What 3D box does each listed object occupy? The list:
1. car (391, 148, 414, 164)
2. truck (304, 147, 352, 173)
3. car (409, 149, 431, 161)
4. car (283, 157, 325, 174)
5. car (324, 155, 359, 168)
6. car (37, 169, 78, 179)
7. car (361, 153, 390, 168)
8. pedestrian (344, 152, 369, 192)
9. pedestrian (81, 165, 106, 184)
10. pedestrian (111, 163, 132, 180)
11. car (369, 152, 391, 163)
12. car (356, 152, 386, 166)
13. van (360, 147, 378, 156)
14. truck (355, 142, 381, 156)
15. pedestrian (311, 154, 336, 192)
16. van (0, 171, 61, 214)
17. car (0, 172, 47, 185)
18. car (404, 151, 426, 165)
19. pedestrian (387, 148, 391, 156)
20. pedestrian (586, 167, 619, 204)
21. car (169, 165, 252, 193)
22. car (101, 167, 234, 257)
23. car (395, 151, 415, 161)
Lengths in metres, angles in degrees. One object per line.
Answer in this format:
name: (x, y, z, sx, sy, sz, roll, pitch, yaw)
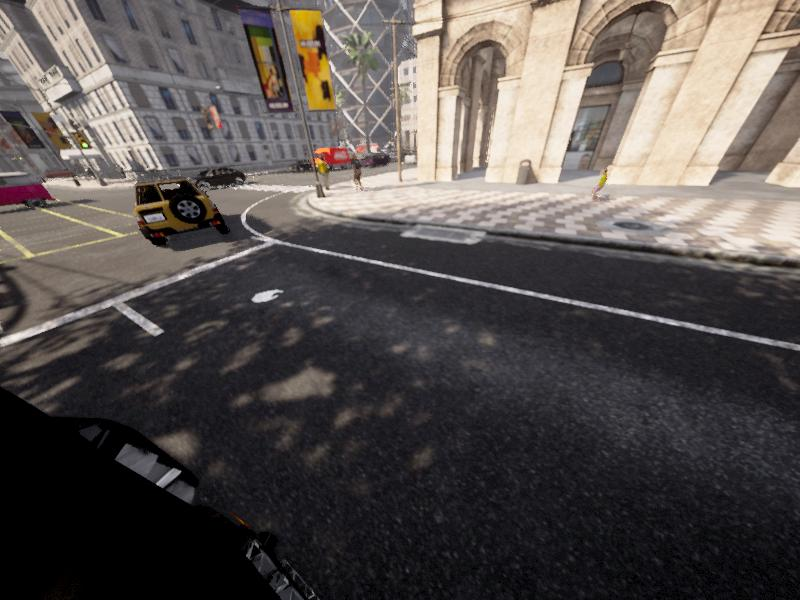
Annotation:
car: (0.459, -23.338, 37.408, 1.905, 1.878, 3.866, 15, 38, 25)
truck: (-8.976, -17.870, 29.428, 2.627, 2.467, 5.204, 15, 37, 25)
car: (3.778, -26.648, 42.353, 1.930, 1.638, 5.238, 16, 38, 26)
car: (-12.524, -17.760, 30.415, 1.837, 1.490, 4.892, 15, 38, 25)
car: (-8.974, -21.404, 35.710, 2.033, 1.411, 5.357, 15, 38, 25)
car: (-68.916, -25.419, 46.570, 1.816, 1.474, 4.193, 16, 38, 26)
car: (-3.282, -19.340, 32.062, 1.816, 1.474, 4.193, 15, 38, 25)
pedestrian: (-2.384, -7.059, 12.804, 0.751, 1.860, 0.751, 23, 42, 34)
pedestrian: (-35.462, -14.509, 26.733, 0.751, 1.860, 0.751, 12, 37, 22)
pedestrian: (-36.543, -16.835, 30.328, 0.751, 1.860, 0.751, 13, 37, 23)
car: (-3.674, -26.762, 43.380, 1.994, 1.385, 4.181, 16, 38, 27)
car: (-4.403, -22.243, 36.379, 1.930, 1.638, 5.238, 15, 38, 25)
van: (-10.913, -52.271, 81.330, 5.915, 2.561, 1.988, 3, 34, 10)
truck: (-11.704, -54.837, 84.132, 8.468, 3.827, 2.891, 3, 34, 10)
pedestrian: (-4.436, -7.456, 13.570, 0.751, 1.860, 0.751, 6, 35, 13)
van: (-23.967, -6.075, 13.286, 1.775, 1.987, 4.442, 15, 38, 25)
car: (-63.110, -20.349, 38.486, 1.812, 1.442, 4.674, -8, 34, -7)
car: (2.244, -21.059, 34.154, 1.845, 1.501, 3.633, 15, 38, 26)
pedestrian: (-3.050, -40.441, 63.187, 0.751, 1.860, 0.751, 19, 39, 29)
pedestrian: (7.199, -4.083, 8.224, 0.500, 1.100, 0.500, 24, 42, 35)
car: (-15.285, -10.071, 19.051, 1.837, 1.490, 4.892, 10, 35, 19)
car: (-7.460, -3.267, 7.803, 1.932, 1.855, 4.605, -27, 40, -29)
car: (0.997, -27.591, 44.248, 1.994, 1.385, 4.181, 16, 38, 26)
